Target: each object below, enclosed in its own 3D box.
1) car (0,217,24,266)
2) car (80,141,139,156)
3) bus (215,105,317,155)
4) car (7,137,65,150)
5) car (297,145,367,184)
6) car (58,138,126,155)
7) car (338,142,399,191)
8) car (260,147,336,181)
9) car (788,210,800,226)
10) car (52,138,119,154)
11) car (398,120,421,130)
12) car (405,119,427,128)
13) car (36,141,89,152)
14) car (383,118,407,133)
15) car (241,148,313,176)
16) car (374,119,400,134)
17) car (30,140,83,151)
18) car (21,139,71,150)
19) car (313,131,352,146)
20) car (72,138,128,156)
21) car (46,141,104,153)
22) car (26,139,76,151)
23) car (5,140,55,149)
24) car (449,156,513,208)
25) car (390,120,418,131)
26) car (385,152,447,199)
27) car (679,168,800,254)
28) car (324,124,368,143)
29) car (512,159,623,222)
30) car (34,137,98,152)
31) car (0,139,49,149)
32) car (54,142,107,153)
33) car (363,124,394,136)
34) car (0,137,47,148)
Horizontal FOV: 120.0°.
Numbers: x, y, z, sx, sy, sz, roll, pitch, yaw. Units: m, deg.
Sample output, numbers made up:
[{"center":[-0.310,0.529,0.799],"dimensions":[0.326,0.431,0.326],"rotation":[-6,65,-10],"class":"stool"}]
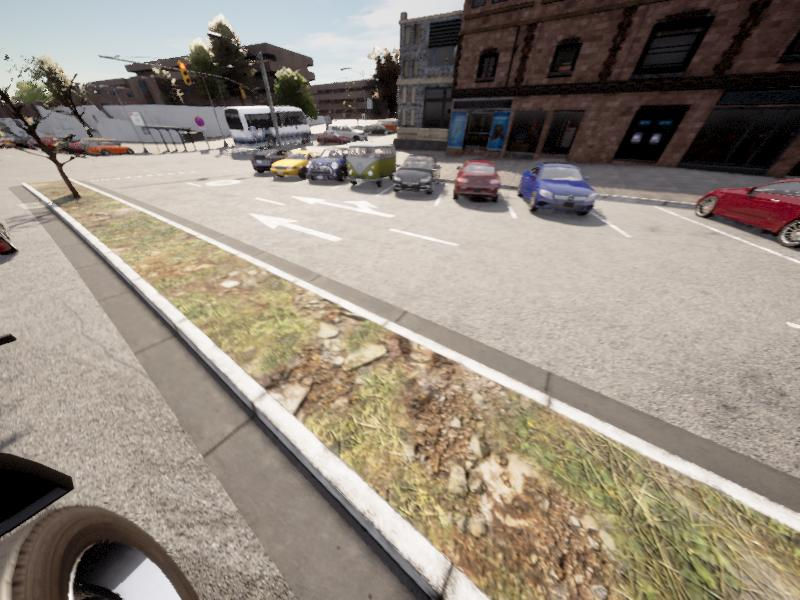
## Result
[{"center":[-10.508,-1.613,4.909],"dimensions":[4.181,1.385,1.994],"rotation":[21,40,27],"class":"car"},{"center":[-41.455,-21.795,33.159],"dimensions":[2.185,1.767,4.553],"rotation":[5,35,7],"class":"car"},{"center":[-16.356,-22.209,29.779],"dimensions":[3.944,4.253,10.273],"rotation":[19,44,21],"class":"bus"},{"center":[-73.362,-31.763,46.723],"dimensions":[2.435,2.045,5.566],"rotation":[4,35,6],"class":"car"},{"center":[-3.987,-8.658,14.549],"dimensions":[2.185,1.767,4.553],"rotation":[8,35,10],"class":"car"},{"center":[-46.747,-23.576,35.397],"dimensions":[2.435,2.045,5.566],"rotation":[5,35,6],"class":"car"},{"center":[-1.505,-7.682,13.015],"dimensions":[1.878,1.987,4.442],"rotation":[9,35,11],"class":"car"},{"center":[-6.564,-9.405,15.791],"dimensions":[1.946,1.575,5.366],"rotation":[8,35,10],"class":"car"},{"center":[13.393,-1.711,4.658],"dimensions":[2.435,2.045,5.566],"rotation":[10,36,12],"class":"car"},{"center":[-49.408,-24.436,36.583],"dimensions":[2.435,2.045,5.566],"rotation":[5,35,6],"class":"car"},{"center":[2.033,-36.629,48.279],"dimensions":[4.674,1.452,2.002],"rotation":[5,42,6],"class":"car"},{"center":[3.436,-38.398,50.298],"dimensions":[4.674,1.452,2.002],"rotation":[5,41,6],"class":"car"},{"center":[-60.056,-27.482,41.255],"dimensions":[2.163,1.488,4.792],"rotation":[5,35,6],"class":"car"},{"center":[-0.923,-33.319,44.096],"dimensions":[4.442,1.987,1.878],"rotation":[5,42,6],"class":"car"},{"center":[-8.921,-10.509,17.402],"dimensions":[2.163,1.488,4.792],"rotation":[8,35,10],"class":"car"},{"center":[-2.341,-31.556,42.083],"dimensions":[4.442,1.987,1.878],"rotation":[5,42,6],"class":"car"},{"center":[-62.710,-28.304,42.343],"dimensions":[2.231,1.521,4.892],"rotation":[5,35,6],"class":"car"},{"center":[-68.044,-30.011,44.490],"dimensions":[2.185,1.767,4.553],"rotation":[4,35,6],"class":"car"},{"center":[-9.303,-22.553,32.209],"dimensions":[4.674,1.452,2.002],"rotation":[5,41,6],"class":"car"},{"center":[-44.107,-22.673,34.193],"dimensions":[1.878,1.987,4.442],"rotation":[5,35,6],"class":"car"},{"center":[-54.710,-25.964,39.115],"dimensions":[1.946,1.575,5.366],"rotation":[5,35,6],"class":"car"},{"center":[-65.367,-29.236,43.416],"dimensions":[2.185,1.767,4.553],"rotation":[5,35,6],"class":"car"},{"center":[-78.661,-33.253,49.254],"dimensions":[1.946,1.575,5.366],"rotation":[4,35,6],"class":"car"},{"center":[3.510,-5.547,10.502],"dimensions":[2.002,1.452,4.674],"rotation":[9,35,11],"class":"car"},{"center":[0.796,-34.886,46.224],"dimensions":[5.366,1.575,1.946],"rotation":[5,41,6],"class":"car"},{"center":[1.025,-6.577,11.871],"dimensions":[2.231,1.521,4.892],"rotation":[9,35,11],"class":"car"},{"center":[10.933,-2.515,6.279],"dimensions":[2.002,1.452,4.674],"rotation":[9,35,12],"class":"car"},{"center":[-7.866,-24.533,34.027],"dimensions":[5.566,2.045,2.435],"rotation":[5,41,6],"class":"car"},{"center":[6.002,-4.546,9.109],"dimensions":[2.002,1.452,4.674],"rotation":[9,35,11],"class":"car"},{"center":[-57.390,-26.896,39.970],"dimensions":[2.435,2.045,5.566],"rotation":[5,35,6],"class":"car"},{"center":[-81.363,-33.844,50.081],"dimensions":[1.946,1.575,5.366],"rotation":[5,35,6],"class":"car"},{"center":[-52.076,-25.002,37.856],"dimensions":[2.002,1.452,4.674],"rotation":[5,35,6],"class":"car"},{"center":[-3.649,-29.621,40.219],"dimensions":[4.892,1.521,2.231],"rotation":[5,41,6],"class":"car"},{"center":[-83.999,-34.935,51.204],"dimensions":[2.435,2.045,5.566],"rotation":[5,35,6],"class":"car"}]
